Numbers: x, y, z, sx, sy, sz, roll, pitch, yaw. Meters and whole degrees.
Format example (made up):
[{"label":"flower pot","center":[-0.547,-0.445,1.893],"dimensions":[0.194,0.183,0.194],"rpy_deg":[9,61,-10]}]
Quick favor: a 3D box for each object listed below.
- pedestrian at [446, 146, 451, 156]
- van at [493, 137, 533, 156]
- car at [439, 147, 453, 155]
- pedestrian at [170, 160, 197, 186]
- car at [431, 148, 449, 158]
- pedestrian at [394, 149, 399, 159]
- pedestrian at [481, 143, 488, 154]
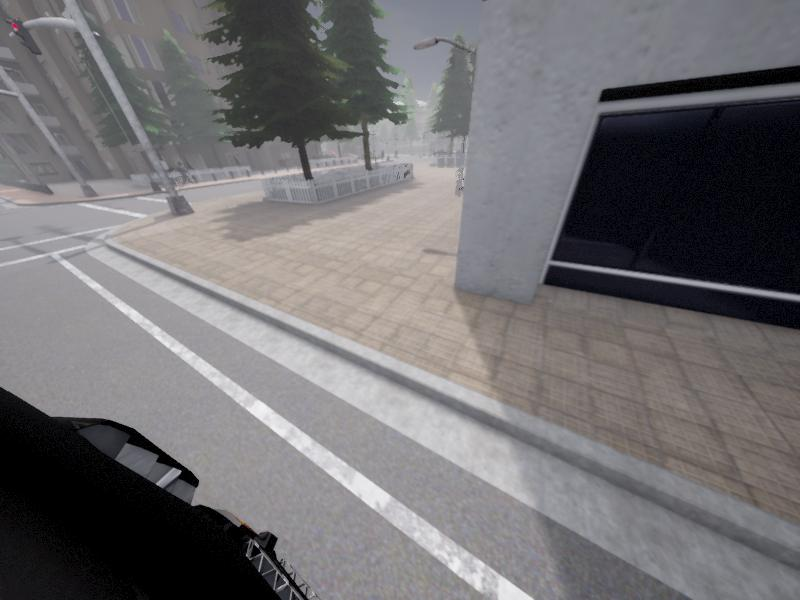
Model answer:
[{"label":"pedestrian","center":[11.039,-33.893,52.473],"dimensions":[0.751,1.860,0.751],"rpy_deg":[21,41,32]},{"label":"van","center":[20.399,-27.763,41.900],"dimensions":[5.915,2.561,1.988],"rpy_deg":[15,38,25]},{"label":"car","center":[11.728,-37.769,58.672],"dimensions":[2.007,1.525,4.514],"rpy_deg":[15,37,25]},{"label":"pedestrian","center":[-18.380,-10.742,19.624],"dimensions":[0.751,1.860,0.751],"rpy_deg":[15,37,25]},{"label":"car","center":[8.215,-29.953,47.121],"dimensions":[1.837,1.490,4.892],"rpy_deg":[15,37,25]},{"label":"pedestrian","center":[-0.689,-30.256,47.890],"dimensions":[0.751,1.860,0.751],"rpy_deg":[15,38,25]},{"label":"pedestrian","center":[17.118,-30.701,46.880],"dimensions":[0.751,1.860,0.751],"rpy_deg":[-21,38,-25]}]
